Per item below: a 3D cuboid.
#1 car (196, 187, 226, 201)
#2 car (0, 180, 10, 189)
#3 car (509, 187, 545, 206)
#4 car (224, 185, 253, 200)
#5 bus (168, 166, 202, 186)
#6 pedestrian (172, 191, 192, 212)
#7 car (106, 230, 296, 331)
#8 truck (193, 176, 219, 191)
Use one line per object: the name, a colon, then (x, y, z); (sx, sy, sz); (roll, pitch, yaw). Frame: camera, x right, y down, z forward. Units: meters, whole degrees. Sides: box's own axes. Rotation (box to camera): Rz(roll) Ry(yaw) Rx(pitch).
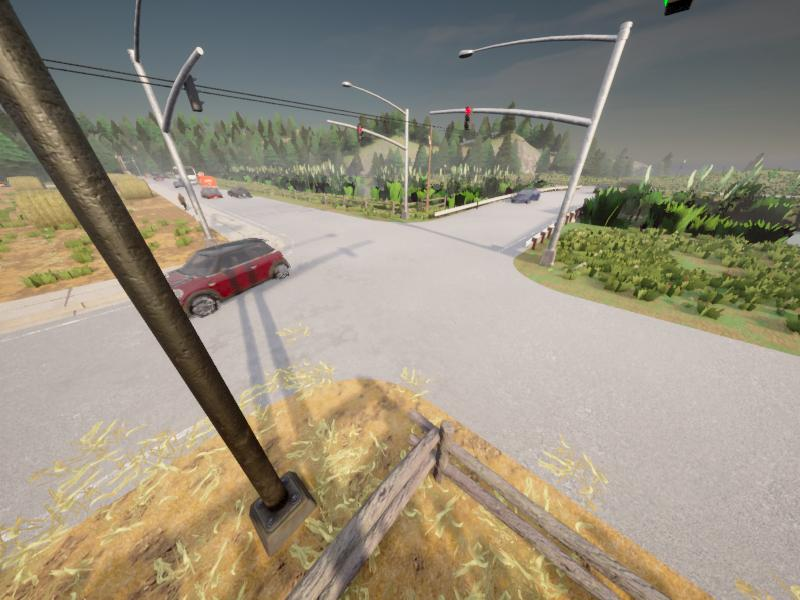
car: (-27.888, -15.705, 34.033); (4.792, 1.488, 2.163); (25, 38, 36)
car: (-89.072, -24.621, 49.481); (1.801, 1.575, 5.366); (23, 37, 34)
car: (14.533, -11.904, 26.407); (4.674, 1.442, 1.812); (-27, 39, -35)
car: (-25.162, -16.765, 36.008); (5.027, 1.651, 2.152); (25, 38, 36)
bus: (-56.648, -32.764, 60.798); (10.273, 4.253, 3.944); (25, 38, 36)
pedestrian: (-21.779, -9.840, 23.140); (0.751, 1.860, 0.751); (24, 37, 35)
car: (-6.544, -1.104, 8.496); (2.097, 1.767, 4.553); (12, 32, 20)
truck: (-40.345, -24.401, 48.100); (5.204, 2.467, 2.627); (25, 38, 36)
